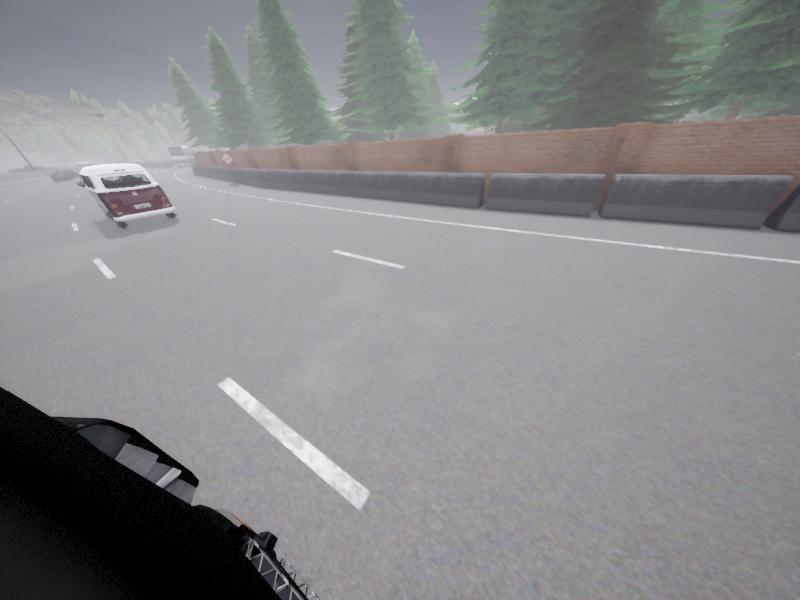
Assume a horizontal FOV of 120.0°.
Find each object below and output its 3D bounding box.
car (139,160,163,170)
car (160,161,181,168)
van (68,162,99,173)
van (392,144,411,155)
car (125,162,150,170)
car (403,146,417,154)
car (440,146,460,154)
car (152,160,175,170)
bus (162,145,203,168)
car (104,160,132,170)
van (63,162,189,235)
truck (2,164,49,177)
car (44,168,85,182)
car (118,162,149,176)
[{"bbox_3d":[-59.117,-32.145,54.952,2.033,1.649,4.856,-17,36,-20],"label":"car"},{"bbox_3d":[-56.466,-33.343,56.845,1.895,1.301,4.718,-13,35,-15],"label":"car"},{"bbox_3d":[-73.905,-31.077,54.097,2.069,2.038,4.480,-16,35,-18],"label":"van"},{"bbox_3d":[0.354,-44.006,67.452,2.351,2.431,6.366,-20,37,-24],"label":"van"},{"bbox_3d":[-63.627,-32.501,56.032,2.033,1.411,5.357,-15,36,-18],"label":"car"},{"bbox_3d":[3.016,-45.245,69.677,2.097,1.767,4.553,-20,37,-24],"label":"car"},{"bbox_3d":[12.453,-37.735,58.053,1.812,1.442,4.674,-26,40,-30],"label":"car"},{"bbox_3d":[-54.226,-31.104,53.035,2.152,1.651,5.027,-18,37,-21],"label":"car"},{"bbox_3d":[-53.320,-35.437,57.075,3.944,4.253,10.273,-17,36,-20],"label":"bus"},{"bbox_3d":[-78.927,-37.978,64.785,2.150,2.045,5.566,-13,35,-14],"label":"car"},{"bbox_3d":[-11.105,-4.323,9.379,4.480,2.038,2.069,21,41,31],"label":"van"},{"bbox_3d":[-84.219,-29.301,52.154,2.390,2.098,6.274,-15,36,-18],"label":"truck"},{"bbox_3d":[-47.593,-17.832,32.919,1.994,1.385,4.181,-24,39,-28],"label":"car"},{"bbox_3d":[-42.844,-21.139,37.272,2.033,1.649,4.856,-23,38,-27],"label":"car"}]
